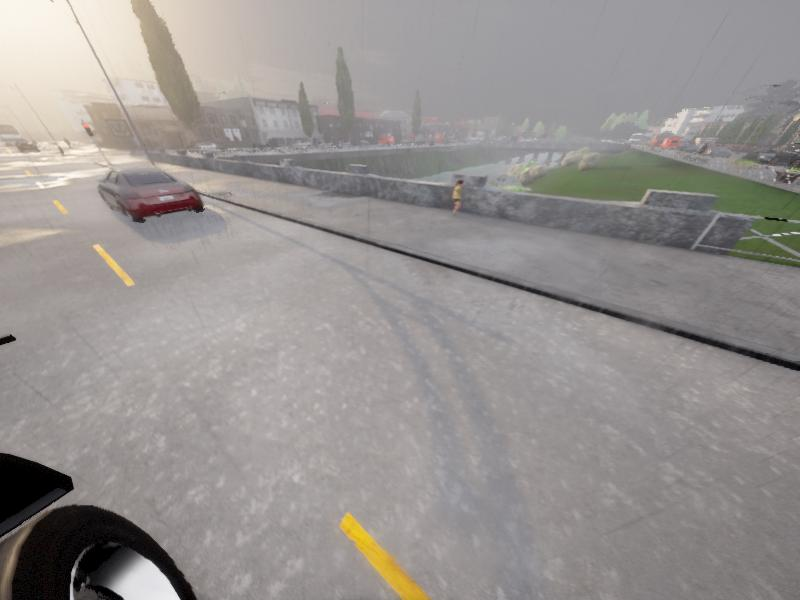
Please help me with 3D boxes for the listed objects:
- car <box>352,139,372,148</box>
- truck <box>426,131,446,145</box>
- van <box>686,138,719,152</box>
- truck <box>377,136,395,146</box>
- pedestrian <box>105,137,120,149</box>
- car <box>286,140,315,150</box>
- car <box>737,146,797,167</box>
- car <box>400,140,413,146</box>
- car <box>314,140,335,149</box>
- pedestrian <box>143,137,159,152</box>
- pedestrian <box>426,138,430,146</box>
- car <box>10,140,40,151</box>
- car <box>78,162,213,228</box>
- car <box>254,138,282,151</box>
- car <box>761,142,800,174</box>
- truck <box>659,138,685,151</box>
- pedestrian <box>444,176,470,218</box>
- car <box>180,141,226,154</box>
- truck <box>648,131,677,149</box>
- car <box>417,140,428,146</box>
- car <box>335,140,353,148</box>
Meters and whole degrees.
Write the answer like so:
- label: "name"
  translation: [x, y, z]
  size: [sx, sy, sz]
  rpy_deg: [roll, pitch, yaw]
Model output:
- label: "car"
  translation: [-10.015, -41.623, 61.369]
  size: [1.930, 1.638, 5.238]
  rpy_deg: [22, 41, 28]
- label: "truck"
  translation: [12.782, -57.163, 81.699]
  size: [2.891, 3.827, 8.468]
  rpy_deg: [22, 41, 28]
- label: "van"
  translation: [65.267, -33.575, 49.968]
  size: [2.351, 2.431, 6.366]
  rpy_deg: [22, 41, 28]
- label: "truck"
  translation: [-4.119, -46.791, 68.024]
  size: [2.627, 2.467, 5.204]
  rpy_deg: [22, 41, 28]
- label: "pedestrian"
  translation: [-53.448, -29.216, 42.983]
  size: [0.751, 1.860, 0.751]
  rpy_deg: [11, 37, 15]
- label: "car"
  translation: [-20.888, -32.699, 48.641]
  size: [2.152, 1.651, 5.027]
  rpy_deg: [22, 41, 28]
- label: "car"
  translation: [38.117, -15.034, 24.165]
  size: [1.851, 1.617, 3.988]
  rpy_deg: [22, 41, 28]
- label: "car"
  translation: [2.147, -51.531, 75.640]
  size: [1.837, 1.490, 4.892]
  rpy_deg: [22, 41, 28]
- label: "car"
  translation: [-17.233, -35.699, 52.938]
  size: [1.851, 1.617, 3.988]
  rpy_deg: [22, 41, 28]
- label: "pedestrian"
  translation: [-38.688, -24.131, 35.892]
  size: [0.751, 1.860, 0.751]
  rpy_deg: [18, 39, 23]
- label: "pedestrian"
  translation: [7.917, -44.045, 64.555]
  size: [0.751, 1.860, 0.751]
  rpy_deg: [20, 40, 26]
- label: "car"
  translation: [-64.154, -26.506, 39.549]
  size: [4.974, 1.542, 2.038]
  rpy_deg: [22, 41, 28]
- label: "car"
  translation: [-8.947, -3.891, 8.149]
  size: [4.181, 1.385, 1.994]
  rpy_deg: [22, 41, 28]
- label: "car"
  translation: [-24.936, -29.486, 43.819]
  size: [1.905, 1.878, 3.866]
  rpy_deg: [22, 40, 28]
- label: "car"
  translation: [34.073, -11.901, 19.308]
  size: [2.150, 2.045, 5.566]
  rpy_deg: [22, 41, 28]
- label: "truck"
  translation: [65.003, -37.395, 55.347]
  size: [2.627, 2.467, 5.204]
  rpy_deg: [22, 41, 28]
- label: "pedestrian"
  translation: [1.809, -3.281, 7.379]
  size: [0.500, 1.100, 0.500]
  rpy_deg: [22, 41, 28]
- label: "car"
  translation: [-31.139, -24.255, 36.658]
  size: [2.038, 1.542, 4.974]
  rpy_deg: [22, 41, 28]
- label: "truck"
  translation: [73.602, -44.992, 65.012]
  size: [2.891, 3.827, 8.468]
  rpy_deg: [22, 41, 28]
- label: "car"
  translation: [7.353, -51.769, 76.040]
  size: [1.816, 1.474, 4.193]
  rpy_deg: [22, 41, 28]
- label: "car"
  translation: [-13.825, -38.489, 56.923]
  size: [1.851, 1.617, 3.988]
  rpy_deg: [22, 41, 28]
